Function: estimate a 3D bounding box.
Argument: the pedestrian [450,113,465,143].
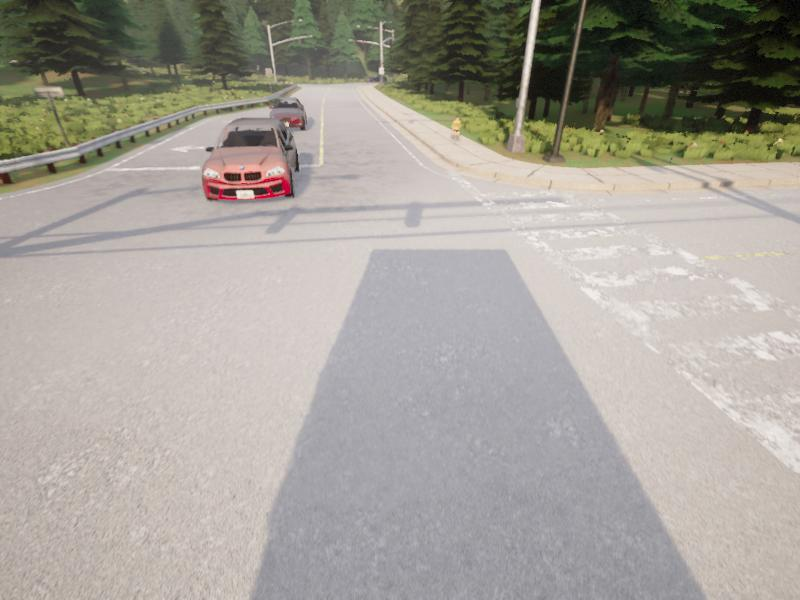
[{"bbox_3d":[2.450,-7.376,17.147,0.500,1.100,0.500,-1,30,-3],"label":"pedestrian"}]

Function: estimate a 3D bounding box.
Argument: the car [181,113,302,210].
[{"bbox_3d":[-4.115,-4.141,11.365,2.242,1.667,4.611,-5,31,-8],"label":"car"}]

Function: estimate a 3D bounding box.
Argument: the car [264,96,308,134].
[{"bbox_3d":[-6.126,-10.217,21.886,1.816,1.474,4.193,-5,31,-8],"label":"car"}]

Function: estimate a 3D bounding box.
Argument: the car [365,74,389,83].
[{"bbox_3d":[-4.585,-43.616,78.871,4.674,1.442,1.812,-27,40,-38],"label":"car"}]
